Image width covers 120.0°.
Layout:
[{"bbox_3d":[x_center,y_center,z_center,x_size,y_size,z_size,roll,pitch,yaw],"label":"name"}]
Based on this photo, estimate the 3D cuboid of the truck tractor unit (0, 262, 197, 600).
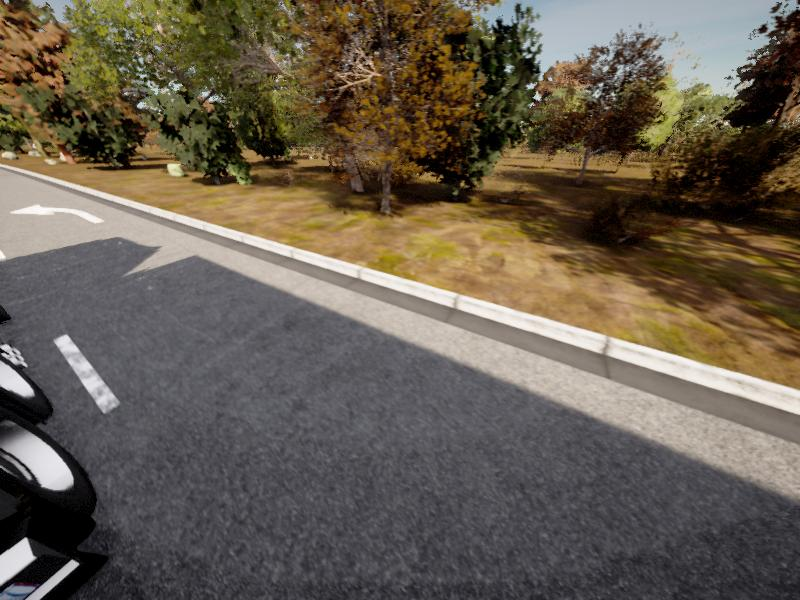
[{"bbox_3d":[-5.108,-0.305,0.777,6.516,4.208,3.053,19,39,24],"label":"truck tractor unit"}]
